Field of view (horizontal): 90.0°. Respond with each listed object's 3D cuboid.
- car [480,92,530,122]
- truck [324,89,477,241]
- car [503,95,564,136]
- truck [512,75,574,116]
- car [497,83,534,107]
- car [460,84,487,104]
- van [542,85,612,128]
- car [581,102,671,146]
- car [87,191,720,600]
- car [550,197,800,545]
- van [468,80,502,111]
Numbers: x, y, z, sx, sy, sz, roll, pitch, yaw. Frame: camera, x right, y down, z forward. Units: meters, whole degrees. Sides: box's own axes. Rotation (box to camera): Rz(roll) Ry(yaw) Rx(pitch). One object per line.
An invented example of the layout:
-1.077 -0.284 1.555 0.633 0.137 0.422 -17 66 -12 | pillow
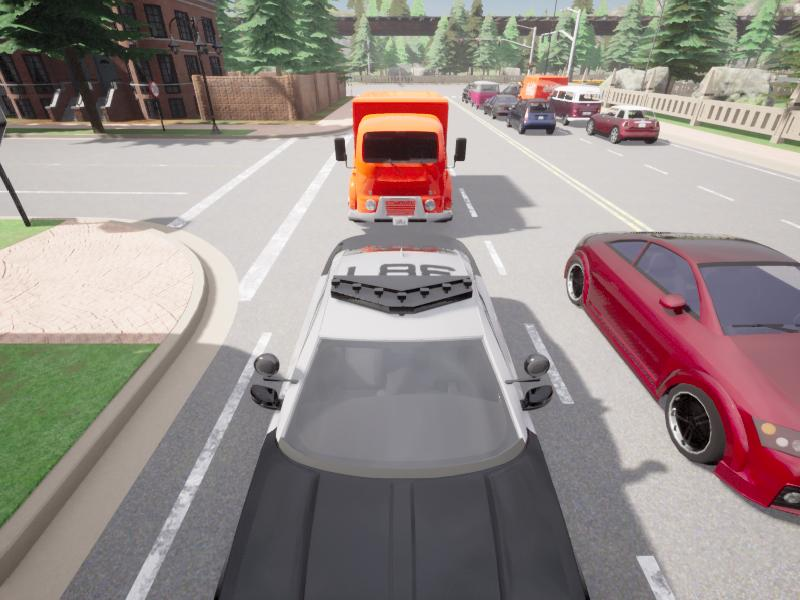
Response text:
7.011 -13.300 27.430 2.033 1.411 5.357 0 30 0 | car
0.006 -3.588 9.713 2.627 2.467 5.204 0 30 0 | truck
7.010 -9.984 21.539 1.851 1.617 3.988 0 30 0 | car
10.512 -15.486 30.112 2.627 2.467 5.204 0 30 0 | truck
10.509 -18.904 36.803 2.033 1.649 4.856 0 30 0 | car
7.010 -19.855 38.501 1.789 1.549 3.705 0 30 0 | car
10.509 -11.803 24.227 2.069 2.038 4.480 0 30 0 | van
10.508 -8.409 18.972 1.970 1.475 3.806 0 30 0 | car
0.011 0.616 3.356 1.930 1.638 5.238 0 30 0 | car
3.497 0.144 4.422 1.994 1.385 4.181 -1 30 -1 | car
7.009 -17.136 33.415 1.775 1.987 4.442 0 30 0 | van
